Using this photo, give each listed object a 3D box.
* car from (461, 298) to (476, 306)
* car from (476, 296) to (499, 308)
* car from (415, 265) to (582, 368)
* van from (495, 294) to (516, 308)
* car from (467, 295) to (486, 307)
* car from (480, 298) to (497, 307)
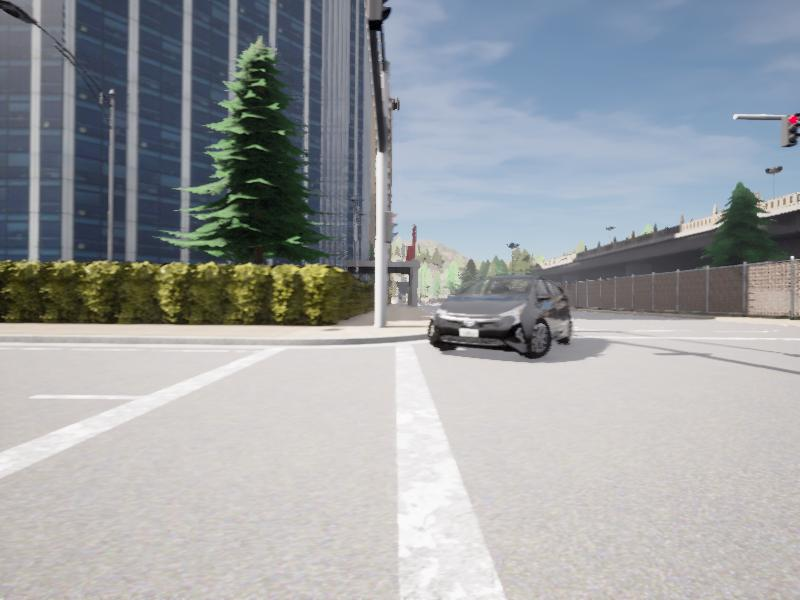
[{"bbox_3d":[11.863,0.361,69.651,1.994,1.385,4.181,1,0,0],"label":"car"},{"bbox_3d":[11.810,0.296,54.258,2.038,1.542,4.974,1,0,0],"label":"car"},{"bbox_3d":[2.344,0.241,8.369,2.007,1.525,4.514,1,0,33],"label":"car"},{"bbox_3d":[15.326,0.109,58.276,1.775,1.987,4.442,1,0,0],"label":"van"},{"bbox_3d":[11.839,0.162,62.165,2.097,1.767,4.553,1,0,0],"label":"car"},{"bbox_3d":[15.362,0.370,69.703,2.007,1.525,4.514,1,0,0],"label":"car"}]
